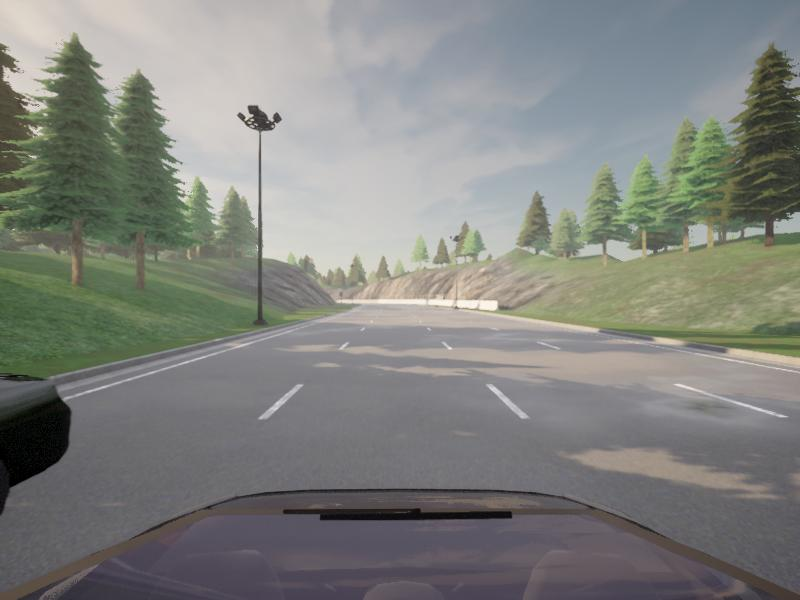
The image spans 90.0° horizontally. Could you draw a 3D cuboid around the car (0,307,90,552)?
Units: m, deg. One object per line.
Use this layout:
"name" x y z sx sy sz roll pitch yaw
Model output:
"car" -3.536 0.825 0.775 2.038 1.542 4.974 0 0 -1
